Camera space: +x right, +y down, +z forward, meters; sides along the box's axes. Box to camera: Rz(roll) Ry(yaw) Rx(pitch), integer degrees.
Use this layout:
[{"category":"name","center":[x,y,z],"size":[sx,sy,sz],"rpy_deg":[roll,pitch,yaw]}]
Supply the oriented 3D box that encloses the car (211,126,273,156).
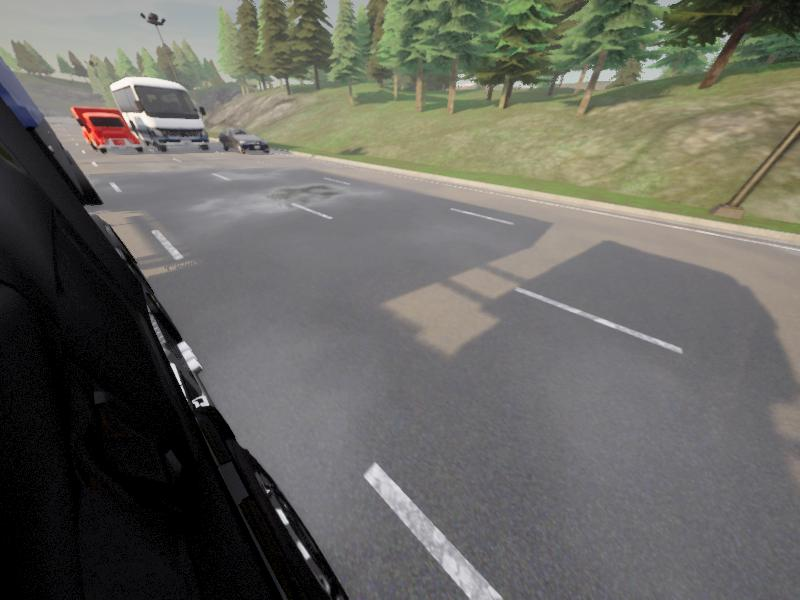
[{"category":"car","center":[-12.812,-12.932,18.724],"size":[5.027,1.651,2.152],"rpy_deg":[28,44,30]}]

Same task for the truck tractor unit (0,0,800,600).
[{"category":"truck tractor unit","center":[-2.645,-0.295,0.352],"size":[6.516,4.208,3.053],"rpy_deg":[28,44,30]}]

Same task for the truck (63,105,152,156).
[{"category":"truck","center":[-20.222,-11.746,16.007],"size":[5.204,2.467,2.627],"rpy_deg":[28,44,30]}]

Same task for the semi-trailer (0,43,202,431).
[{"category":"semi-trailer","center":[-8.708,-3.594,4.224],"size":[14.254,4.402,2.717],"rpy_deg":[28,44,30]}]

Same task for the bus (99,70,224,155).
[{"category":"bus","center":[-19.352,-14.857,18.712],"size":[10.273,4.253,3.944],"rpy_deg":[28,44,30]}]
